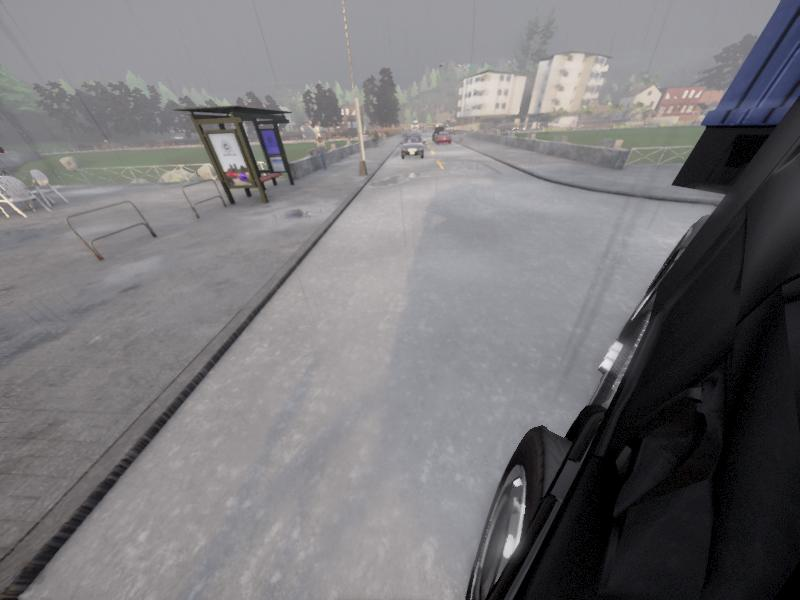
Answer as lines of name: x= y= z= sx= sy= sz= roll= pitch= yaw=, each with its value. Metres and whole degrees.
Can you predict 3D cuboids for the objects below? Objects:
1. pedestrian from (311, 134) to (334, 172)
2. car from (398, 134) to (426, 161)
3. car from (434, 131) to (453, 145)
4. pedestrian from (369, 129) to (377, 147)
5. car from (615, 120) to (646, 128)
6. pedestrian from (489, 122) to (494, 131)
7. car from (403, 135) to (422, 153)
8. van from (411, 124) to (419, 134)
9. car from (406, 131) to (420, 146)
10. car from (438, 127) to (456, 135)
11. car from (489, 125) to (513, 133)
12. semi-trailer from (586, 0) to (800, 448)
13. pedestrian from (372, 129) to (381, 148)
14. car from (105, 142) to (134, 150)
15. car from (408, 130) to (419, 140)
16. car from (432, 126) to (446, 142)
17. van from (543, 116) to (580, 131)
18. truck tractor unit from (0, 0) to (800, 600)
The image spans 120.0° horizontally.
pedestrian: x=-4.636 y=-8.869 z=13.949 sx=0.751 sy=1.860 sz=0.751 roll=0 pitch=37 yaw=4
car: x=1.115 y=-13.093 z=19.705 sx=2.128 sy=1.511 sz=4.902 roll=1 pitch=37 yaw=5
car: x=5.890 y=-22.388 z=31.871 sx=1.994 sy=1.385 sz=4.181 roll=-1 pitch=37 yaw=2
pedestrian: x=-3.495 y=-21.078 z=30.093 sx=0.751 sy=1.860 sz=0.751 roll=1 pitch=37 yaw=5
car: x=53.349 y=-40.921 z=53.587 sx=4.718 sy=1.301 sz=1.895 roll=0 pitch=37 yaw=4
pedestrian: x=23.710 y=-45.041 z=60.032 sx=0.751 sy=1.860 sz=0.751 roll=-1 pitch=37 yaw=3
car: x=1.407 y=-17.190 z=25.308 sx=1.895 sy=1.301 sz=4.718 roll=0 pitch=37 yaw=4
van: x=4.711 y=-53.992 z=73.041 sx=2.351 sy=2.431 sz=6.366 roll=0 pitch=37 yaw=4
car: x=1.929 y=-23.016 z=32.849 sx=1.837 sy=1.490 sz=4.892 roll=0 pitch=37 yaw=4
car: x=11.614 y=-41.799 z=57.205 sx=3.806 sy=1.475 sz=1.970 roll=11 pitch=39 yaw=17
car: x=24.173 y=-41.106 z=55.487 sx=4.892 sy=1.490 sz=1.837 roll=0 pitch=37 yaw=4
semi-trailer: x=9.985 y=-2.032 z=2.040 sx=14.254 sy=4.402 sz=2.717 roll=-9 pitch=37 yaw=-8
pedestrian: x=-2.931 y=-19.952 z=28.563 sx=0.751 sy=1.860 sz=0.751 roll=5 pitch=38 yaw=10
car: x=-82.288 y=-45.299 z=67.824 sx=2.152 sy=1.651 sz=5.027 roll=0 pitch=37 yaw=4
car: x=2.743 y=-33.846 z=47.264 sx=2.033 sy=1.411 sz=5.357 roll=-1 pitch=37 yaw=2
car: x=6.257 y=-26.898 z=37.404 sx=1.905 sy=1.878 sz=3.866 roll=0 pitch=37 yaw=4
van: x=37.849 y=-41.429 z=54.288 sx=6.366 sy=2.431 sz=2.351 roll=0 pitch=37 yaw=4
truck tractor unit: x=2.645 y=-0.295 z=0.351 sx=6.516 sy=4.208 sz=3.053 roll=-28 pitch=44 yaw=-30
